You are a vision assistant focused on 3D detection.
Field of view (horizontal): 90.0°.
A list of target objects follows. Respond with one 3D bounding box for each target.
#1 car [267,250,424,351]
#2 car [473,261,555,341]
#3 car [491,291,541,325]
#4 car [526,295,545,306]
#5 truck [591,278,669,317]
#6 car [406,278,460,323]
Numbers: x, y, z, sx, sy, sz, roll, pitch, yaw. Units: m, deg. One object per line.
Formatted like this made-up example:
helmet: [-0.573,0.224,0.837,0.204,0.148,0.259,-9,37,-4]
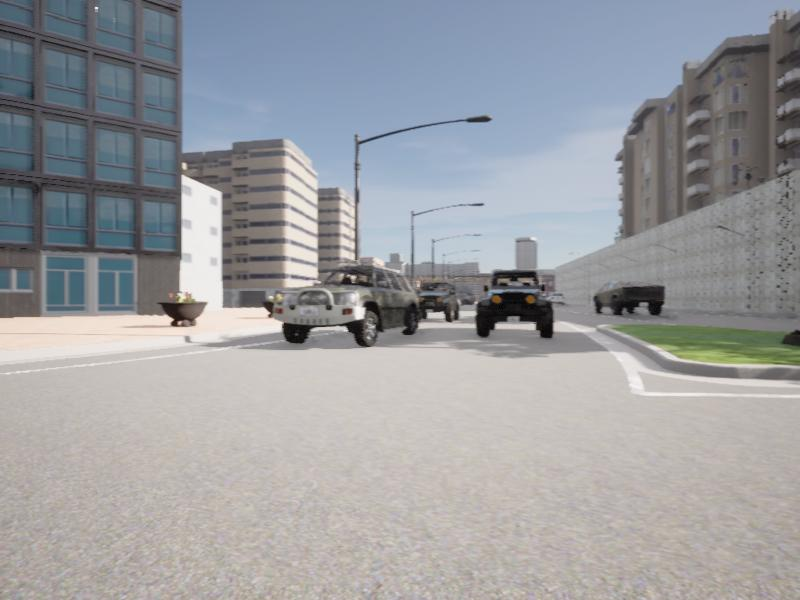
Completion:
car: [-0.962,0.038,9.776,1.932,1.855,4.605,0,-1,19]
car: [3.301,0.023,11.555,1.905,1.878,3.866,0,0,17]
car: [5.114,0.309,17.968,1.895,1.301,4.718,0,0,14]
car: [20.996,0.041,62.241,2.242,1.667,4.611,0,0,11]
truck: [13.937,-0.107,24.801,2.390,2.098,6.274,-1,0,12]
car: [1.659,0.012,18.605,1.905,1.878,3.866,0,0,14]
